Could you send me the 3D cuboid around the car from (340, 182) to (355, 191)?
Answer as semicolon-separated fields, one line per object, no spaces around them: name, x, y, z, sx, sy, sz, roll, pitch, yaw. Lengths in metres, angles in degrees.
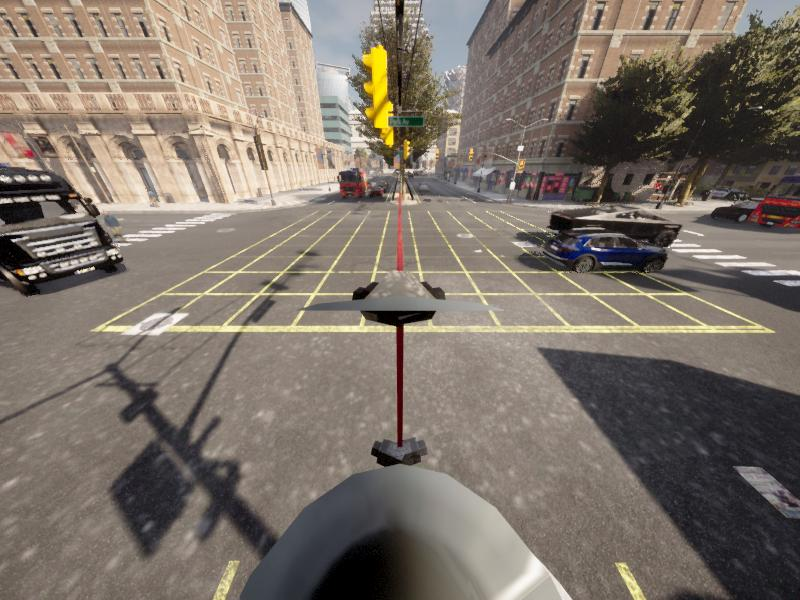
car;-10.295;-22.354;45.417;1.895;1.301;4.718;0;30;0

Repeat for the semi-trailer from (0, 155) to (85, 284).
semi-trailer;-22.717;-3.382;9.440;14.254;4.402;2.717;2;30;3

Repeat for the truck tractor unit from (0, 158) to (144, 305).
truck tractor unit;-14.893;-2.859;8.729;6.516;4.208;3.053;8;31;15

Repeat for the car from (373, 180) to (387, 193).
car;-3.558;-20.387;41.522;2.097;1.767;4.553;0;30;0

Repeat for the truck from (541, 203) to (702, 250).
truck;12.201;-4.260;13.285;6.274;2.098;2.390;0;30;0

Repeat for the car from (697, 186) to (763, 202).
car;45.916;-14.963;32.392;2.038;1.542;4.974;0;30;1

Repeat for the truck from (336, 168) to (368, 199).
truck;-7.080;-18.109;35.546;2.891;3.827;8.468;0;30;0

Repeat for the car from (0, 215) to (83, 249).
car;-21.737;-3.966;13.345;3.633;1.501;1.845;0;30;0

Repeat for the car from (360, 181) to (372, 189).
car;-7.048;-24.187;48.530;1.994;1.385;4.181;0;30;-1

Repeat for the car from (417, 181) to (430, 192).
car;4.445;-21.766;44.229;1.970;1.475;3.806;0;30;0

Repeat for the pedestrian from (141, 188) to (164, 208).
pedestrian;-26.142;-10.737;24.389;0.751;1.860;0.751;2;30;4

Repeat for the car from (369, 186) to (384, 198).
car;-3.577;-16.711;35.654;1.895;1.301;4.718;0;30;0

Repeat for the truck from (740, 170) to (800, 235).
truck;30.927;-6.786;15.937;8.468;3.827;2.891;0;30;0

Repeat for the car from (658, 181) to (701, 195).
car;46.025;-18.540;38.227;1.905;1.878;3.866;0;30;0

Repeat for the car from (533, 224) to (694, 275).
car;9.141;-2.301;10.366;4.856;1.649;2.033;-1;30;0

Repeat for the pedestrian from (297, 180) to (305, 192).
pedestrian;-17.326;-20.006;40.443;0.751;1.860;0.751;1;30;1

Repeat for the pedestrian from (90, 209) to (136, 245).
pedestrian;-16.592;-4.228;13.420;0.751;1.860;0.751;-6;31;-11

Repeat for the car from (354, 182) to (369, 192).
car;-7.055;-20.928;42.777;1.970;1.475;3.806;0;30;0

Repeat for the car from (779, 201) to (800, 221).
car;36.309;-7.511;19.571;4.674;1.442;1.812;0;30;0

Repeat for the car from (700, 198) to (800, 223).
car;29.571;-7.588;19.507;5.238;1.638;1.930;0;30;-1

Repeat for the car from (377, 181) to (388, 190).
car;-3.540;-23.214;46.736;1.970;1.475;3.806;0;30;0
